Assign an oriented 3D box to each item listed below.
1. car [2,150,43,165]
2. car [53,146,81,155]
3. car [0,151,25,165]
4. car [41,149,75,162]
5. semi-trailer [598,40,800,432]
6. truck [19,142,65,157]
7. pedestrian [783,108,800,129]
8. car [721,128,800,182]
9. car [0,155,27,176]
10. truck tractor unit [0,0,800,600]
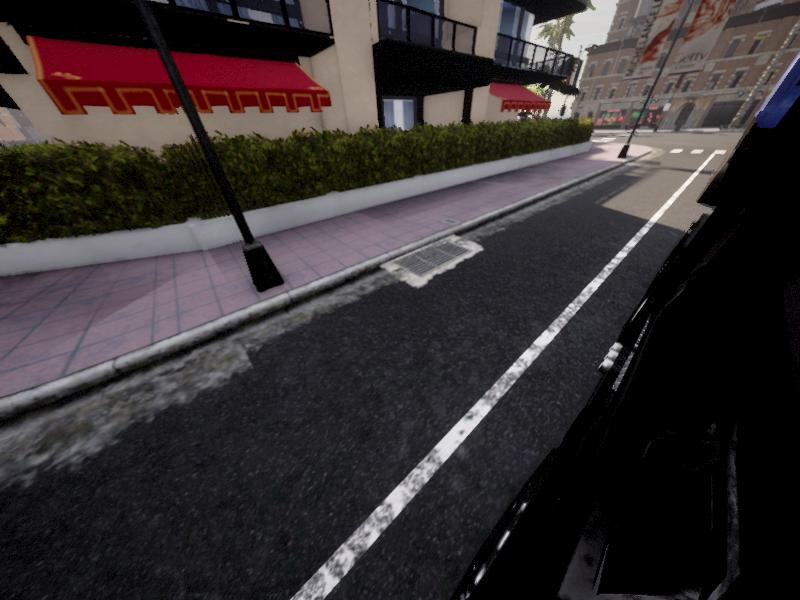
[{"bbox_3d":[-56.585,-21.469,34.722,1.851,1.617,3.988,-29,44,-30],"label":"car"},{"bbox_3d":[-87.011,-39.119,60.419,3.806,1.475,1.970,-28,44,-30],"label":"car"},{"bbox_3d":[-63.336,-22.717,36.956,2.128,1.511,4.902,-29,44,-30],"label":"car"},{"bbox_3d":[-53.824,-22.805,36.411,1.970,1.475,3.806,-29,44,-30],"label":"car"},{"bbox_3d":[8.686,-3.625,4.222,14.254,4.402,2.717,-28,44,-30],"label":"semi-trailer"},{"bbox_3d":[-87.070,-36.790,56.424,5.204,2.467,2.627,-28,44,-30],"label":"truck"},{"bbox_3d":[45.150,-20.582,26.163,0.751,1.860,0.751,-7,37,-6],"label":"pedestrian"},{"bbox_3d":[16.098,-6.412,9.953,5.357,1.411,2.033,-28,44,-30],"label":"car"},{"bbox_3d":[-39.742,-13.311,22.824,1.816,1.474,4.193,-28,44,-30],"label":"car"},{"bbox_3d":[2.645,-0.295,0.351,6.516,4.208,3.053,-28,44,-30],"label":"truck tractor unit"}]
